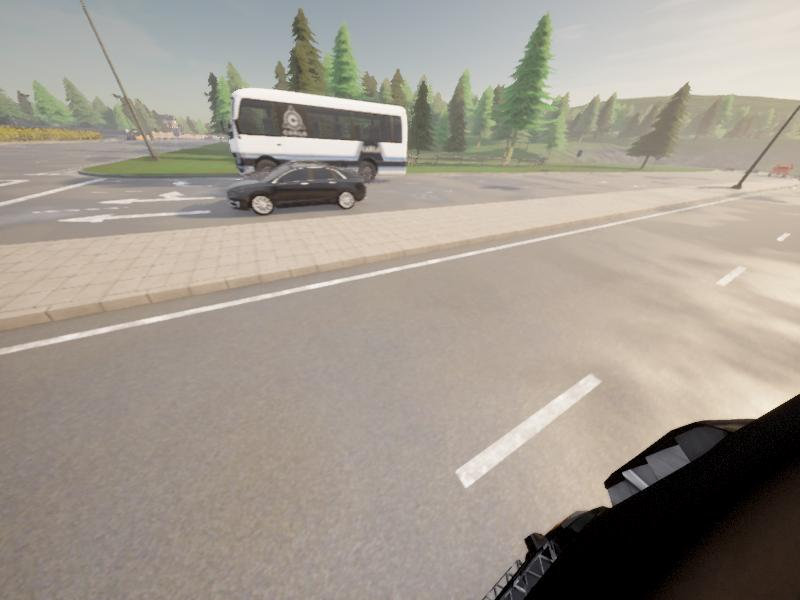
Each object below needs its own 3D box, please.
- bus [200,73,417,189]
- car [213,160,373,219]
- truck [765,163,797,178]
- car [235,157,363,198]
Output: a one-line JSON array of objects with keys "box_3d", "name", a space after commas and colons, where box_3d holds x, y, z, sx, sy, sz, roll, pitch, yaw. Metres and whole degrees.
[{"box_3d": [-4.541, -9.525, 13.986, 10.273, 4.253, 3.944, -15, 38, -25], "name": "bus"}, {"box_3d": [-3.653, -4.259, 8.664, 4.892, 1.490, 1.837, -15, 38, -25], "name": "car"}, {"box_3d": [83.718, -28.463, 50.730, 5.204, 2.467, 2.627, -19, 39, -29], "name": "truck"}, {"box_3d": [-4.767, -6.142, 11.483, 5.357, 1.411, 2.033, -15, 38, -25], "name": "car"}]
